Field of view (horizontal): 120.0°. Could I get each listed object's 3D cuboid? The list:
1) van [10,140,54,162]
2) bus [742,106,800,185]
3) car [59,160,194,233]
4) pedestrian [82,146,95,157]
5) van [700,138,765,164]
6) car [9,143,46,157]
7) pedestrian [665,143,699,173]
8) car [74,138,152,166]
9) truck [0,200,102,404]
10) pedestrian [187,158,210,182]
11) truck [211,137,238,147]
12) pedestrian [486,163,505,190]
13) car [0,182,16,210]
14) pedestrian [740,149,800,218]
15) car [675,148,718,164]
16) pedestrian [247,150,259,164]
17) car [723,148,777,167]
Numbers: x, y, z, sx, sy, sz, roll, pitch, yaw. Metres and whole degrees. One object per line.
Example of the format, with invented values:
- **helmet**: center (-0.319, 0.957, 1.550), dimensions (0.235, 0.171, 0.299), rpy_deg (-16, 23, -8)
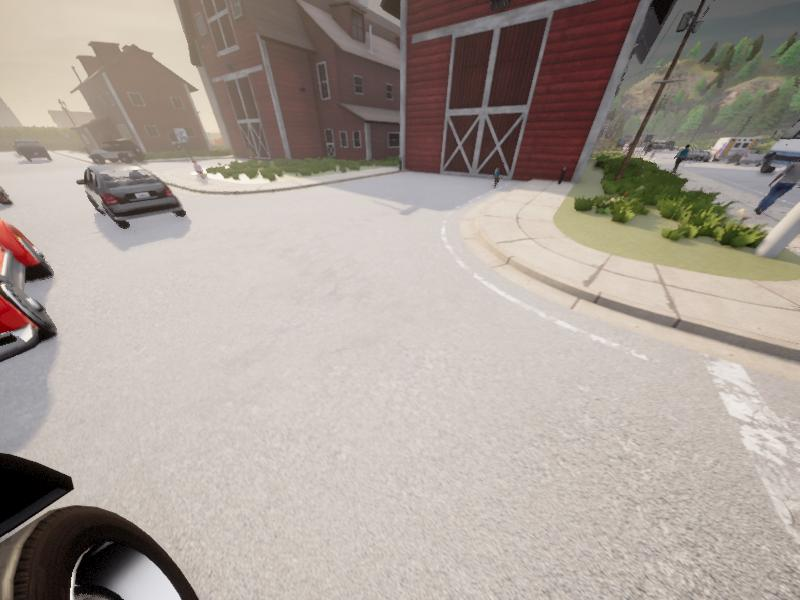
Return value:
- **van**: center (-41.998, -17.097, 26.376), dimensions (4.442, 1.987, 1.775), rpy_deg (22, 41, 28)
- **bus**: center (28.587, -10.018, 14.701), dimensions (3.944, 4.253, 10.273), rpy_deg (23, 41, 29)
- **car**: center (-9.006, -3.582, 7.645), dimensions (3.705, 1.549, 1.789), rpy_deg (22, 41, 28)
- **pedestrian**: center (-39.514, -18.806, 29.288), dimensions (0.500, 1.100, 0.500), rpy_deg (26, 43, 32)
- **van**: center (40.395, -18.466, 28.380), dimensions (2.351, 2.431, 6.366), rpy_deg (23, 41, 29)
- **car**: center (-52.208, -21.017, 32.357), dimensions (4.792, 1.488, 2.163), rpy_deg (22, 41, 28)
- **pedestrian**: center (20.985, -10.580, 17.236), dimensions (0.751, 1.860, 0.751), rpy_deg (21, 40, 27)
- **car**: center (-26.748, -13.941, 21.759), dimensions (3.866, 1.878, 1.905), rpy_deg (-6, 41, -5)
- **truck**: center (-6.578, -0.516, 2.494), dimensions (5.204, 2.467, 2.627), rpy_deg (22, 41, 28)
- **pedestrian**: center (-11.457, -7.385, 13.145), dimensions (0.500, 1.100, 0.500), rpy_deg (23, 41, 29)
- **truck**: center (-50.752, -45.869, 66.964), dimensions (5.204, 2.467, 2.627), rpy_deg (-13, 37, -18)
- **pedestrian**: center (4.771, -6.190, 11.579), dimensions (0.500, 1.100, 0.500), rpy_deg (22, 41, 28)
- **car**: center (-17.122, -4.331, 8.839), dimensions (4.181, 1.385, 1.994), rpy_deg (22, 41, 28)
- **pedestrian**: center (12.426, -3.762, 7.478), dimensions (0.751, 1.860, 0.751), rpy_deg (-23, 41, -30)
- **car**: center (34.460, -16.864, 26.992), dimensions (1.994, 1.385, 4.181), rpy_deg (22, 41, 28)
- **pedestrian**: center (-14.291, -13.946, 22.486), dimensions (0.500, 1.100, 0.500), rpy_deg (9, 36, 13)
- **car**: center (36.462, -15.000, 24.203), dimensions (1.845, 1.501, 3.633), rpy_deg (23, 41, 29)
